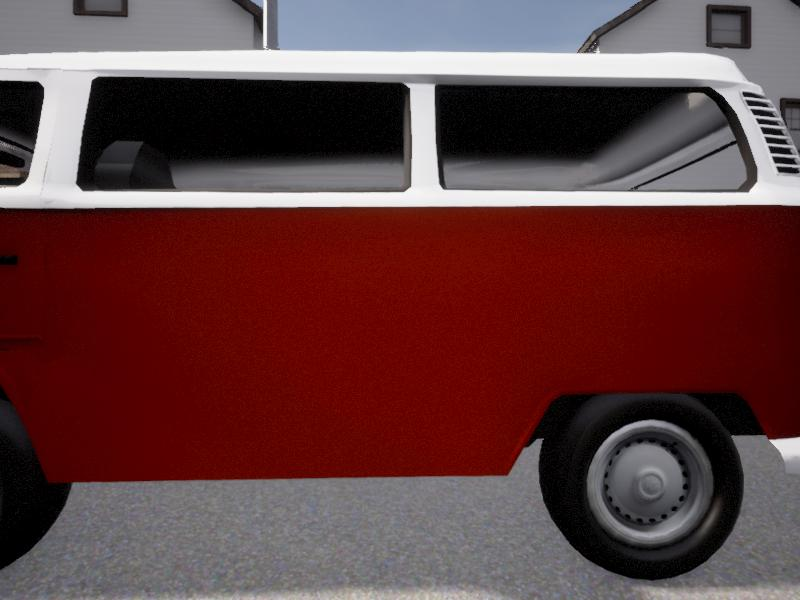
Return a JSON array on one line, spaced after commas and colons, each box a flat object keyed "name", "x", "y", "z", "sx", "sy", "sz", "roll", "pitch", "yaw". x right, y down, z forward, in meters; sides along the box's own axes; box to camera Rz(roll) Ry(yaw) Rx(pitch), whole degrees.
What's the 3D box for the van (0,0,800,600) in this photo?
[{"name": "van", "x": -0.426, "y": -0.031, "z": 2.192, "sx": 4.480, "sy": 2.038, "sz": 2.069, "roll": 0, "pitch": 0, "yaw": -2}]
